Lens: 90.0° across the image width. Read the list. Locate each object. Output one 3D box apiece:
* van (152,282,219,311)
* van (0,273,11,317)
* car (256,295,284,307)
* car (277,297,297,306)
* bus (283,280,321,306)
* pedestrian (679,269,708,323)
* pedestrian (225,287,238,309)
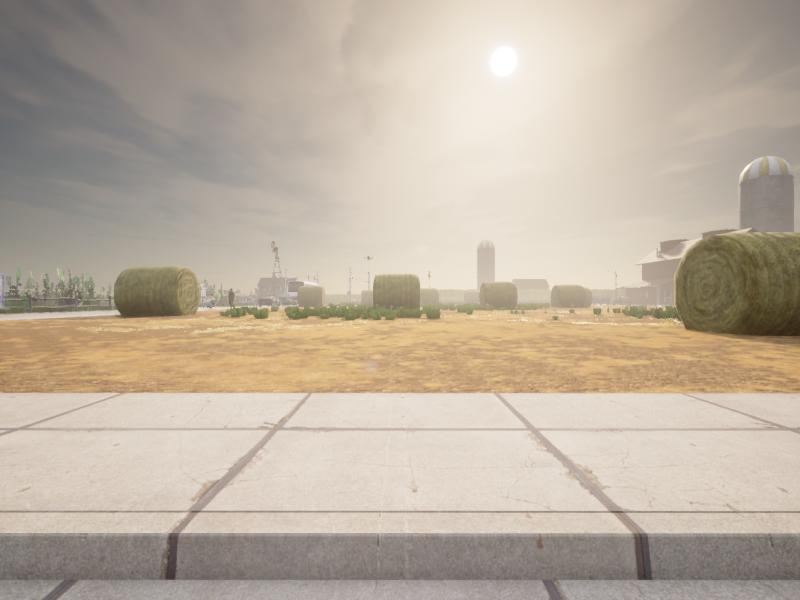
[{"bbox_3d":[-19.131,-0.271,36.177,2.351,2.431,6.366,0,0,3],"label":"van"},{"bbox_3d":[-23.426,-0.275,19.594,2.351,2.431,6.366,0,0,3],"label":"van"},{"bbox_3d":[-18.168,0.123,56.124,1.930,1.638,5.238,0,0,3],"label":"car"},{"bbox_3d":[-17.830,0.206,63.155,1.816,1.474,4.193,0,0,3],"label":"car"},{"bbox_3d":[-17.491,-1.186,72.674,3.944,4.253,10.273,0,0,3],"label":"bus"},{"bbox_3d":[10.437,-0.136,14.252,0.751,1.860,0.751,0,0,28],"label":"pedestrian"},{"bbox_3d":[-14.234,-0.160,33.798,0.751,1.860,0.751,0,0,-5],"label":"pedestrian"}]
